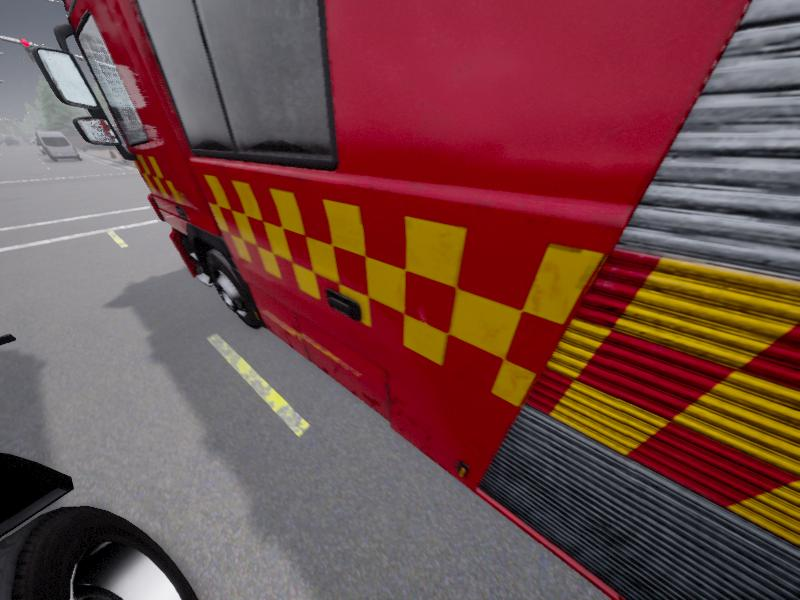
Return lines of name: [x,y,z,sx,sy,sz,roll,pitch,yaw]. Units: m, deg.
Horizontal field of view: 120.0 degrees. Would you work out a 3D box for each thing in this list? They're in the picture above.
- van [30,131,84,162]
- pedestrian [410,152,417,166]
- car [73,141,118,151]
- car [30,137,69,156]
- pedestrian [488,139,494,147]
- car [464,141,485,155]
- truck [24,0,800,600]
van: [-36.906,-16.537,24.866,5.915,2.561,1.988,23,41,29]
pedestrian: [1.326,-13.707,22.418,0.500,1.100,0.500,23,41,29]
car: [-58.057,-29.433,44.196,1.837,1.490,4.892,24,42,30]
car: [-48.806,-21.460,32.181,5.566,2.045,2.150,24,42,30]
pedestrian: [27.361,-47.137,69.415,0.751,1.860,0.751,-22,41,-28]
car: [13.337,-27.253,41.361,1.905,1.878,3.866,23,41,29]
truck: [0.697,-0.914,1.893,8.468,3.827,2.891,23,41,29]
